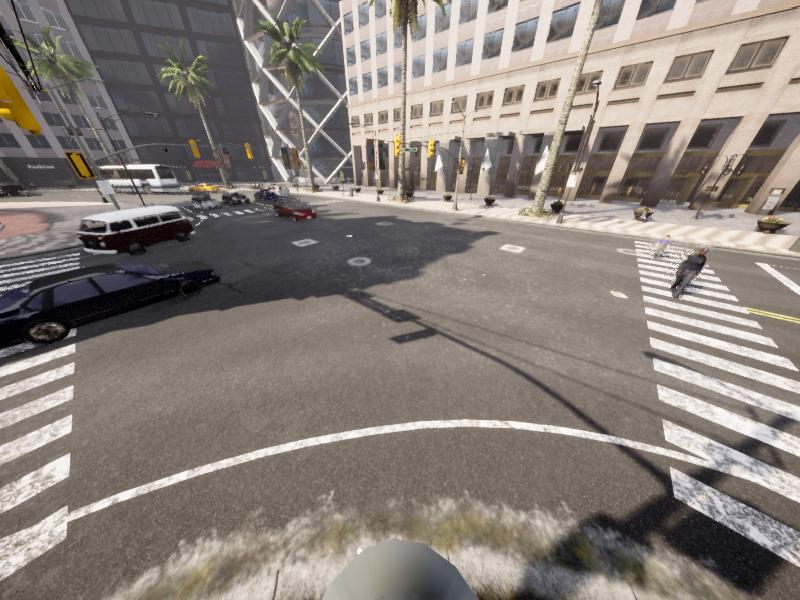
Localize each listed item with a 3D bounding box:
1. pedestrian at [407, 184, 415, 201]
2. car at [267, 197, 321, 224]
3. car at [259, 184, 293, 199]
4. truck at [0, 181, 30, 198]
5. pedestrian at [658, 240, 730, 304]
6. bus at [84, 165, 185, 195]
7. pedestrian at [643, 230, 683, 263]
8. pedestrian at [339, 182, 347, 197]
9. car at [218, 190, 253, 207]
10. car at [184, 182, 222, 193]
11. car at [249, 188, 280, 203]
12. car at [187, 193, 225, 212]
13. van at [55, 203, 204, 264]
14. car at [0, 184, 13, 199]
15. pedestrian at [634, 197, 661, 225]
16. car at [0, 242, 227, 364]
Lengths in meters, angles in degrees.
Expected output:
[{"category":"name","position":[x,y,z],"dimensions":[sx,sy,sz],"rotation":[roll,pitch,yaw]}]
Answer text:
[{"category":"pedestrian","position":[1.421,-13.995,30.033],"dimensions":[0.751,1.860,0.751],"rotation":[-23,37,-34]},{"category":"car","position":[-9.388,-7.987,20.357],"dimensions":[4.792,1.488,2.163],"rotation":[23,37,34]},{"category":"car","position":[-18.565,-16.365,34.678],"dimensions":[4.611,1.667,2.242],"rotation":[20,36,31]},{"category":"truck","position":[-61.383,-16.363,34.247],"dimensions":[6.274,2.098,2.390],"rotation":[-13,32,-21]},{"category":"pedestrian","position":[9.710,-0.950,7.742],"dimensions":[0.751,1.860,0.751],"rotation":[24,37,35]},{"category":"bus","position":[-42.813,-19.633,37.756],"dimensions":[10.273,4.253,3.944],"rotation":[1,29,1]},{"category":"pedestrian","position":[12.659,-2.612,11.180],"dimensions":[0.751,1.300,0.751],"rotation":[22,36,32]},{"category":"pedestrian","position":[-8.234,-15.896,33.325],"dimensions":[0.751,1.860,0.751],"rotation":[-21,36,-32]},{"category":"car","position":[-19.721,-12.215,27.686],"dimensions":[3.806,1.475,1.970],"rotation":[21,36,32]},{"category":"car","position":[-34.717,-19.842,40.793],"dimensions":[5.366,1.575,1.801],"rotation":[6,31,11]},{"category":"car","position":[-17.870,-13.830,30.426],"dimensions":[3.633,1.501,1.845],"rotation":[22,36,33]},{"category":"car","position":[-20.545,-10.366,24.431],"dimensions":[3.633,1.501,1.845],"rotation":[21,36,32]},{"category":"van","position":[-14.023,-3.824,12.588],"dimensions":[2.069,2.038,4.480],"rotation":[7,31,7]},{"category":"car","position":[-58.820,-14.950,32.025],"dimensions":[4.605,1.855,1.932],"rotation":[-14,32,-22]},{"category":"pedestrian","position":[18.714,-6.766,17.512],"dimensions":[0.751,1.860,0.751],"rotation":[23,37,34]},{"category":"car","position":[-8.983,-0.286,7.107],"dimensions":[2.033,1.411,5.357],"rotation":[19,35,30]}]
